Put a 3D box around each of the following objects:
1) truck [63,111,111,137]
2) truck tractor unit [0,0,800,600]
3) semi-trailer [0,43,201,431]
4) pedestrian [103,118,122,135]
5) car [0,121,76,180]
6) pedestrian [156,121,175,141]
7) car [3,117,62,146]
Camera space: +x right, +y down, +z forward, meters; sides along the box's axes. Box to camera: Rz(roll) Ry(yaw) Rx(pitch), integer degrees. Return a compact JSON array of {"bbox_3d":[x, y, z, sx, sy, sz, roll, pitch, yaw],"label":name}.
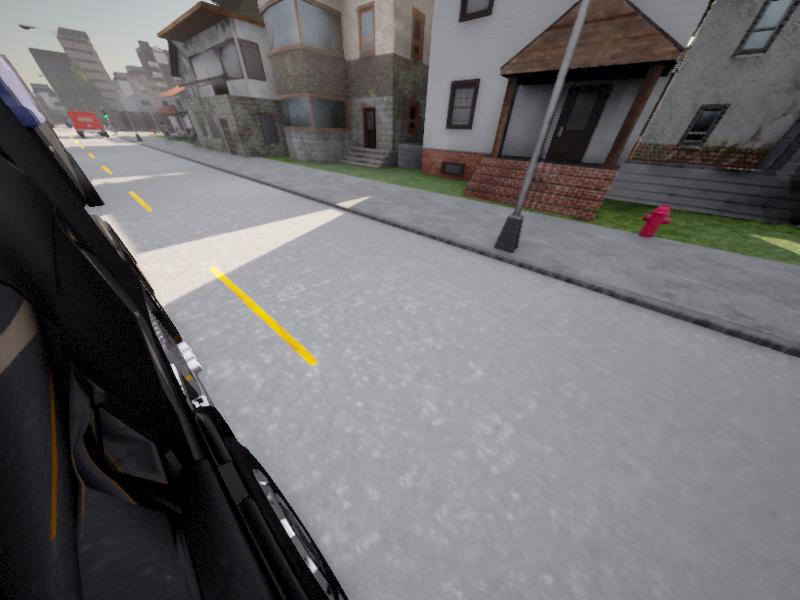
[{"bbox_3d":[-39.970,-22.357,29.504,5.204,2.467,2.627,26,42,32],"label":"truck"},{"bbox_3d":[-2.645,-0.295,0.351,6.516,4.208,3.053,28,44,30],"label":"truck tractor unit"},{"bbox_3d":[-8.706,-3.576,4.253,14.254,4.402,2.717,28,44,30],"label":"semi-trailer"},{"bbox_3d":[-41.787,-25.177,33.565,0.751,1.860,0.751,8,37,8],"label":"pedestrian"},{"bbox_3d":[-16.808,-6.802,10.310,4.605,1.855,1.932,28,43,30],"label":"car"},{"bbox_3d":[-26.962,-19.403,26.568,0.751,1.860,0.751,27,43,30],"label":"pedestrian"},{"bbox_3d":[-31.495,-14.527,19.935,3.866,1.878,1.905,28,43,30],"label":"car"}]
